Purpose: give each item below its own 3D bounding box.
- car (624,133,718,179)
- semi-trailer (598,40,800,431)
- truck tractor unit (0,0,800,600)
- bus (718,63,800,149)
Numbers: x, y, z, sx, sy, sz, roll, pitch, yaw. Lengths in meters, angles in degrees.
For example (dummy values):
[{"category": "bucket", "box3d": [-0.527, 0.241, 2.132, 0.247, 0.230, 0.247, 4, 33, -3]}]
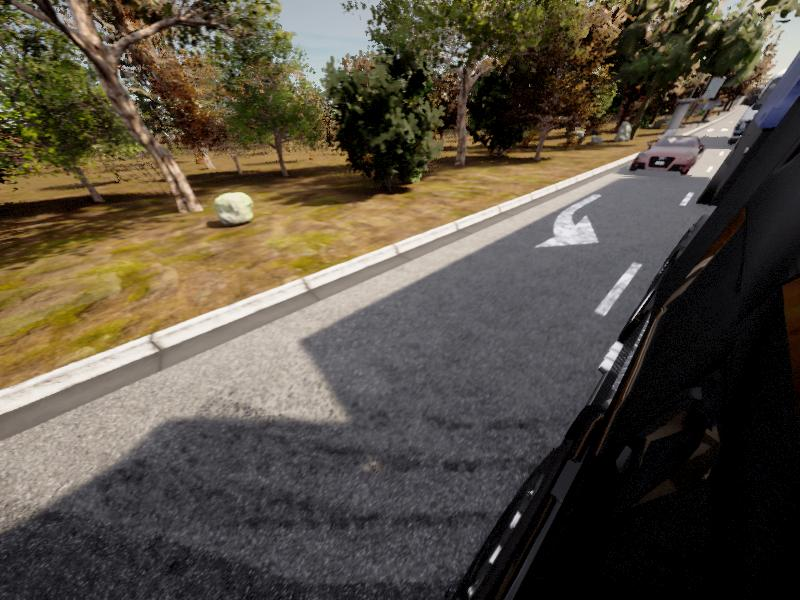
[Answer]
[{"category": "car", "box3d": [12.768, -6.900, 10.887, 4.181, 1.385, 1.994, -28, 44, -30]}, {"category": "semi-trailer", "box3d": [8.689, -3.613, 4.234, 14.254, 4.402, 2.717, -28, 44, -30]}, {"category": "truck tractor unit", "box3d": [2.645, -0.295, 0.351, 6.516, 4.208, 3.053, -28, 44, -30]}, {"category": "bus", "box3d": [28.431, -14.286, 17.074, 10.273, 4.253, 3.944, -30, 45, -30]}]
